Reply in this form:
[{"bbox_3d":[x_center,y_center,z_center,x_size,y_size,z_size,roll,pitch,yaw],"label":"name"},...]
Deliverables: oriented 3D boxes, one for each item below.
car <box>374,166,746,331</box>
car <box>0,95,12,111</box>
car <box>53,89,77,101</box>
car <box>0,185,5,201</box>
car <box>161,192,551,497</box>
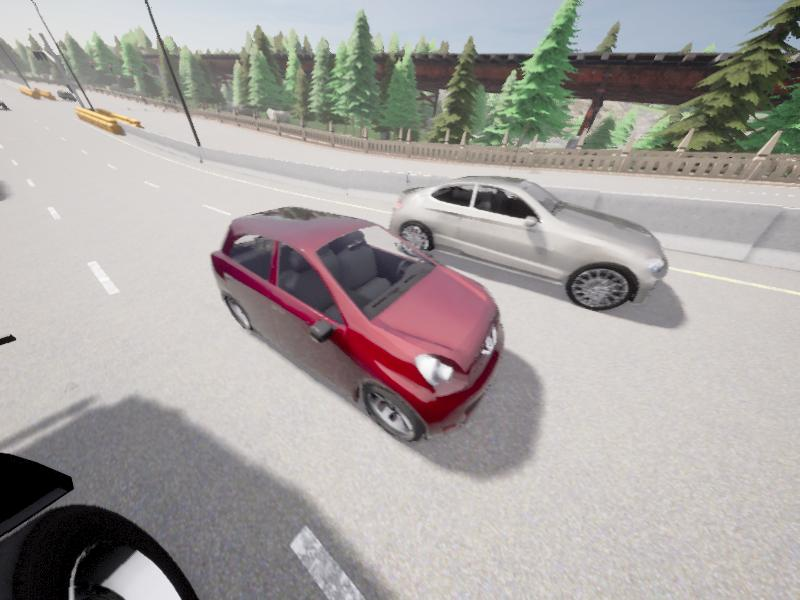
[{"bbox_3d":[2.132,-1.575,4.758,5.027,1.651,2.152,22,41,28],"label":"car"},{"bbox_3d":[-52.700,-25.735,29.703,3.866,1.878,1.905,28,43,24],"label":"car"},{"bbox_3d":[-70.855,-43.323,48.794,3.988,1.617,1.851,28,43,24],"label":"car"},{"bbox_3d":[-17.827,-5.023,8.974,5.366,1.575,1.801,24,42,26],"label":"car"},{"bbox_3d":[-0.622,-0.142,2.779,3.633,1.501,1.845,21,40,27],"label":"car"}]
